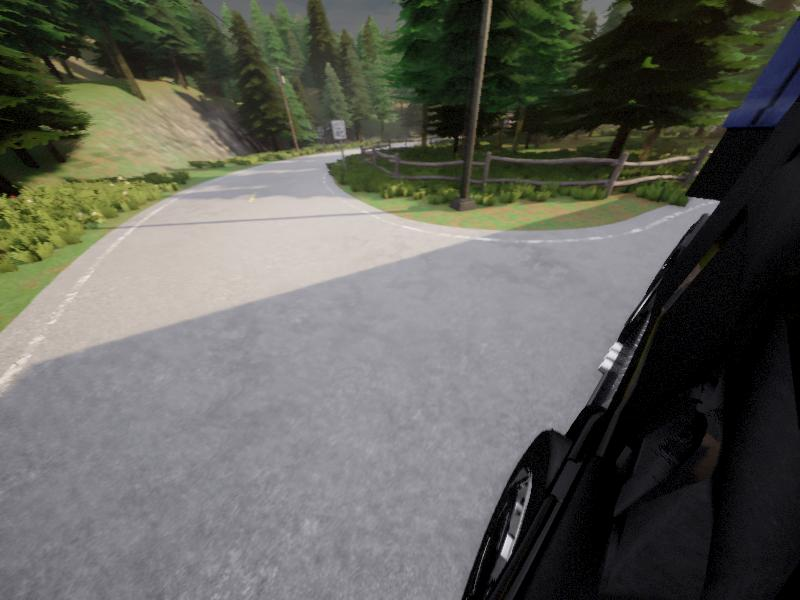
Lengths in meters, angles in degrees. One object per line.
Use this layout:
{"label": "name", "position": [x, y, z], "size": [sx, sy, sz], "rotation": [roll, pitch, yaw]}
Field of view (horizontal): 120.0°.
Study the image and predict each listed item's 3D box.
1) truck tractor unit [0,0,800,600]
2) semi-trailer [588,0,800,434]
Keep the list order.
{"label": "truck tractor unit", "position": [2.645, -0.295, 0.351], "size": [6.516, 4.208, 3.053], "rotation": [-28, 44, -30]}
{"label": "semi-trailer", "position": [9.367, -3.027, 3.444], "size": [14.254, 4.402, 2.717], "rotation": [-20, 40, -21]}
